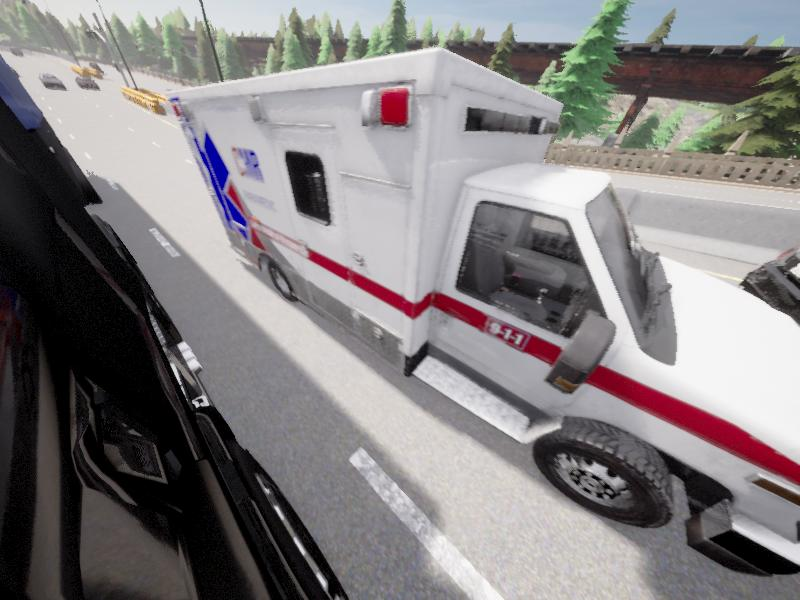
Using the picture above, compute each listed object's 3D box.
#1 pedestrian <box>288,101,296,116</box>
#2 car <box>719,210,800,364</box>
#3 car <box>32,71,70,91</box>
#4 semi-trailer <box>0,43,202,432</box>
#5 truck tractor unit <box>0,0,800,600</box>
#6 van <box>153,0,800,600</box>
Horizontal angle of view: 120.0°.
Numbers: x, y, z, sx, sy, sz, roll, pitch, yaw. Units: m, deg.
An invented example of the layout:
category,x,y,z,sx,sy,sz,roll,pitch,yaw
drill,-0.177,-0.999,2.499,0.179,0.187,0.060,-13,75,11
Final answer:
category,x,y,z,sx,sy,sz,roll,pitch,yaw
pedestrian,-18.867,-33.483,40.384,0.751,1.860,0.751,34,46,25
car,6.811,0.394,2.311,3.806,1.475,1.970,28,44,30
car,-46.586,-29.234,30.842,5.357,1.411,2.033,34,46,25
semi-trailer,-8.694,-3.624,4.206,14.254,4.402,2.717,28,44,30
truck tractor unit,-2.645,-0.295,0.352,6.516,4.208,3.053,28,44,30
van,0.047,-0.862,2.778,6.366,2.431,2.351,28,44,30
